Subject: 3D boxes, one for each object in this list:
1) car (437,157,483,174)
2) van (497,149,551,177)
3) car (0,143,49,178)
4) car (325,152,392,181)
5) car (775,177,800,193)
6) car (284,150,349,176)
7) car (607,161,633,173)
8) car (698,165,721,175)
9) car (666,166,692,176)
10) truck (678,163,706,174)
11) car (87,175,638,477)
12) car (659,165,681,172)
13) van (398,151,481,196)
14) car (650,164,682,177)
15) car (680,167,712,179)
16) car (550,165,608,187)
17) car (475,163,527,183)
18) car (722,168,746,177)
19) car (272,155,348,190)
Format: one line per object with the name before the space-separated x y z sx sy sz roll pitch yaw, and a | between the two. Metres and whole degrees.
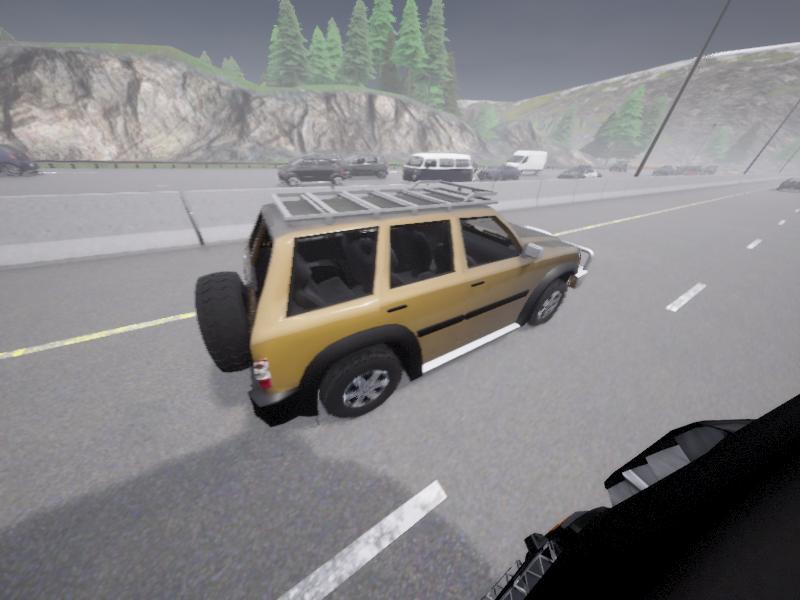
car | 6.956 -15.588 26.823 4.902 1.511 2.128 -16 38 -26
van | 14.478 -15.952 27.014 5.915 2.561 1.988 -16 38 -26
car | -22.000 -7.236 11.909 3.633 1.501 1.845 -16 38 -26
car | -3.188 -10.492 18.165 4.611 1.667 2.242 -16 38 -26
car | 44.398 -12.910 25.815 4.718 1.301 1.895 -16 38 -26
car | -6.997 -11.623 19.591 4.611 1.667 2.242 -16 38 -26
car | 43.146 -26.186 45.356 3.866 1.878 1.905 -16 38 -26
car | 71.024 -29.769 52.928 3.866 1.878 1.905 -16 38 -26
car | 53.397 -24.743 44.258 3.988 1.617 1.851 -16 38 -26
truck | 71.253 -32.164 56.369 6.274 2.098 2.390 -16 38 -26
car | 0.402 -0.444 2.991 4.605 1.855 1.932 -16 38 -26
car | 68.246 -33.257 58.401 4.902 1.511 2.128 -16 38 -26
van | 2.373 -7.782 14.138 4.480 2.038 2.069 -16 38 -26
car | 46.189 -22.565 40.162 4.553 1.767 2.097 -16 38 -26
car | 49.038 -21.034 38.320 4.514 1.525 2.007 -16 38 -26
car | 16.828 -11.748 21.726 4.974 1.542 2.038 -16 38 -26
car | 9.274 -11.732 21.275 4.181 1.385 1.994 -16 38 -26
car | 74.019 -28.265 51.172 5.366 1.575 1.801 -16 38 -26
car | -5.259 -7.611 13.739 3.705 1.549 1.789 -16 38 -26
